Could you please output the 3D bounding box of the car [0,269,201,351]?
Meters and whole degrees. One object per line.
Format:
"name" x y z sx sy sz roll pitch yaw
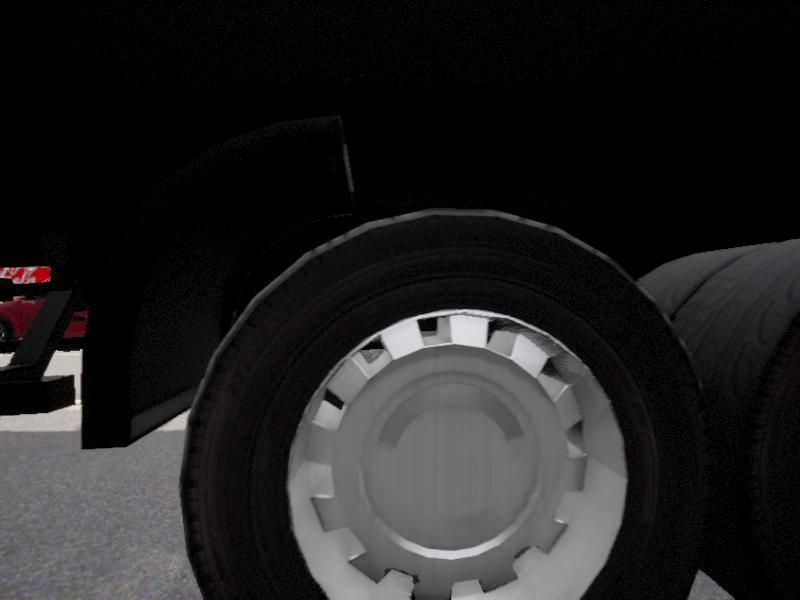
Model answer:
"car" -6.858 0.195 8.838 3.988 1.617 1.851 0 0 -3

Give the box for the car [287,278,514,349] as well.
"car" -0.004 0.269 9.155 4.674 1.442 1.812 0 0 -3

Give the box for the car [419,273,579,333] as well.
"car" 2.975 0.090 12.811 4.553 1.767 2.097 0 0 -3

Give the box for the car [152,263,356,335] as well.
"car" -4.248 -0.028 12.444 5.566 2.045 2.150 0 0 -3

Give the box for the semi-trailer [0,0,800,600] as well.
"semi-trailer" 3.796 -1.299 2.381 14.254 4.402 2.717 -2 0 -4
